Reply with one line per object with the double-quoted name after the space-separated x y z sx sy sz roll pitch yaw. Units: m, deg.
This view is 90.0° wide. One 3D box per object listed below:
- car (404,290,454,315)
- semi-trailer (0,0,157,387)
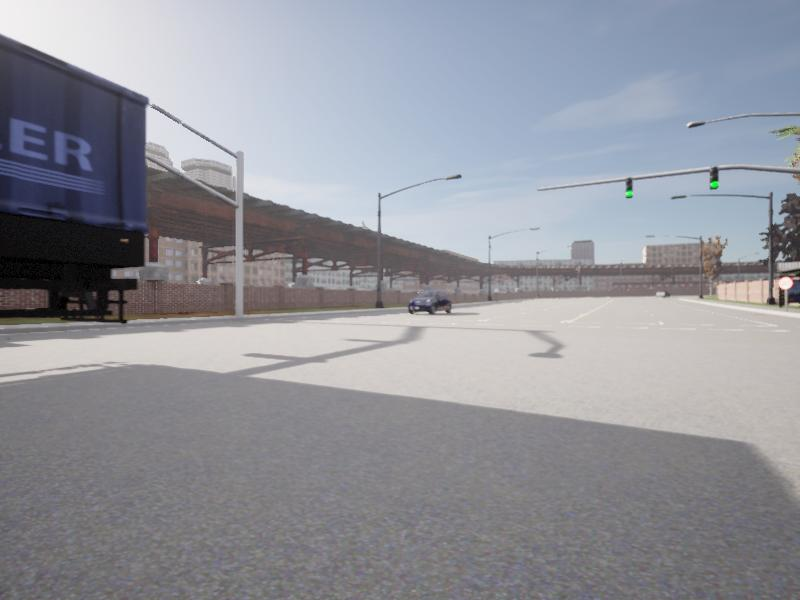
1.927 0.145 25.813 1.845 1.501 3.633 0 1 30 "car"
-8.392 -1.216 0.547 2.717 4.402 14.254 0 0 30 "semi-trailer"
